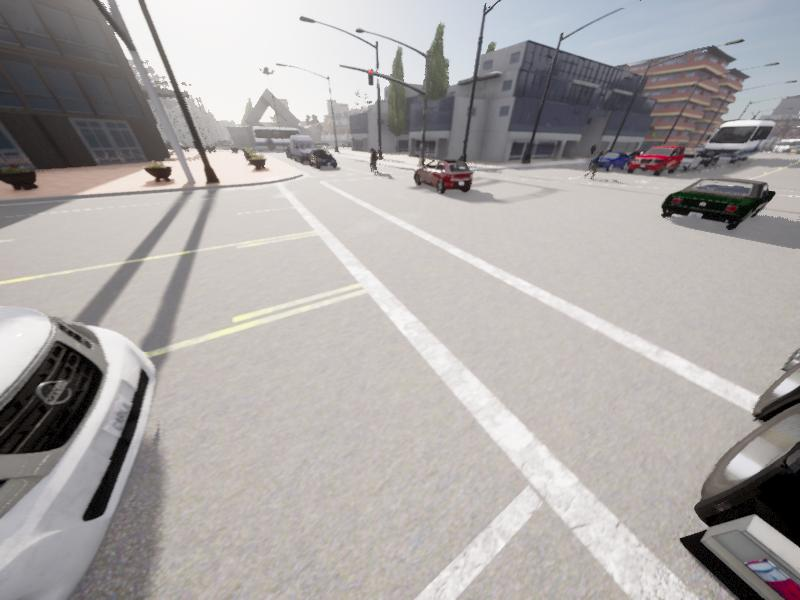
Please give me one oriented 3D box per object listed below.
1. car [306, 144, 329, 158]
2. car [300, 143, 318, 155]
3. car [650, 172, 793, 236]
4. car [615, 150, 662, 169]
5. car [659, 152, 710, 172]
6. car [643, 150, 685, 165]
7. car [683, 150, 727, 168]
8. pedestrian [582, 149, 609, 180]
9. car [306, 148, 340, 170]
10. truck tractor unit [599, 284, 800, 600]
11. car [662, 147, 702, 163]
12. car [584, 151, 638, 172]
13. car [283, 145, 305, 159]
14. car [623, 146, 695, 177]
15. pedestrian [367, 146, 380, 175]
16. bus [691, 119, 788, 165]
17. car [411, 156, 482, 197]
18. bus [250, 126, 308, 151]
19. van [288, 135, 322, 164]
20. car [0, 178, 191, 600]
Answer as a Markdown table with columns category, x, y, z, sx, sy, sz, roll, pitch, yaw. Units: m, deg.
| category | x | y | z | sx | sy | sz | roll | pitch | yaw |
| --- | --- | --- | --- | --- | --- | --- | --- | --- | --- |
| car | -12.377 | -22.324 | 34.492 | 1.930 | 1.638 | 5.238 | -18 | 39 | -25 |
| car | -15.752 | -26.160 | 39.966 | 1.930 | 1.638 | 5.238 | -14 | 37 | -21 |
| car | 11.481 | -3.613 | 8.252 | 4.718 | 1.301 | 1.895 | -18 | 39 | -25 |
| car | 26.375 | -15.603 | 25.561 | 4.892 | 1.490 | 1.837 | -19 | 39 | -25 |
| car | 28.886 | -14.100 | 23.461 | 4.674 | 1.442 | 1.812 | -19 | 39 | -25 |
| car | 32.686 | -17.711 | 28.636 | 4.181 | 1.385 | 1.994 | -18 | 39 | -24 |
| car | 34.533 | -16.055 | 26.185 | 4.193 | 1.474 | 1.816 | -19 | 39 | -25 |
| pedestrian | 13.898 | -9.638 | 16.463 | 0.751 | 1.860 | 0.751 | 25 | 42 | 31 |
| car | -7.287 | -13.268 | 21.654 | 1.816 | 1.474 | 4.193 | -18 | 39 | -25 |
| truck tractor unit | 5.148 | -0.259 | 0.736 | 6.516 | 4.208 | 3.053 | -17 | 38 | -23 |
| car | 38.143 | -19.699 | 31.220 | 5.008 | 1.535 | 1.882 | -20 | 40 | -24 |
| car | 20.797 | -13.762 | 22.814 | 5.008 | 1.535 | 1.882 | -18 | 39 | -25 |
| car | -14.491 | -20.306 | 31.628 | 1.845 | 1.501 | 3.633 | -18 | 39 | -25 |
| car | 22.608 | -12.246 | 20.208 | 5.566 | 2.045 | 2.150 | -18 | 39 | -25 |
| pedestrian | -1.983 | -10.495 | 17.383 | 0.751 | 1.860 | 0.751 | -9 | 36 | -13 |
| bus | 42.884 | -20.048 | 29.272 | 10.273 | 4.253 | 3.944 | -20 | 40 | -24 |
| car | 2.307 | -7.000 | 12.827 | 1.816 | 1.474 | 4.193 | -12 | 37 | -17 |
| bus | -26.148 | -35.314 | 50.684 | 10.273 | 4.253 | 3.944 | -13 | 37 | -19 |
| van | -11.048 | -17.419 | 26.640 | 1.988 | 2.561 | 5.915 | -18 | 39 | -25 |
| car | -4.345 | 1.332 | 0.256 | 5.566 | 2.045 | 2.150 | -19 | 39 | -25 |
